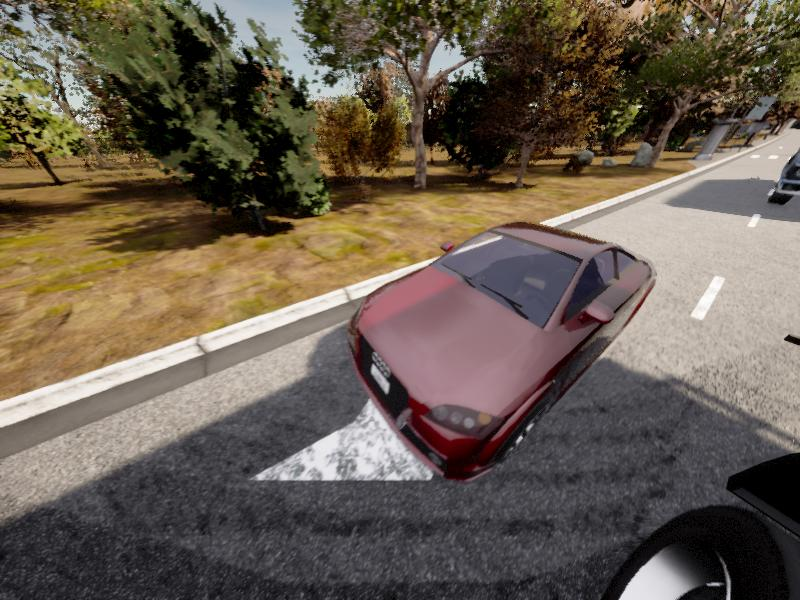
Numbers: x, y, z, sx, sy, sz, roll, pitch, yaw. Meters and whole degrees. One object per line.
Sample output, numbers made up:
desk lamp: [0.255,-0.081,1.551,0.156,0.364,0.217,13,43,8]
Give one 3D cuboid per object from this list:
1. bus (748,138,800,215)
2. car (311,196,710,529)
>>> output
bus: [18.182,-5.978,8.430,10.273,4.253,3.944,-23,41,-28]
car: [1.455,-0.115,2.873,4.181,1.385,1.994,-22,41,-28]
